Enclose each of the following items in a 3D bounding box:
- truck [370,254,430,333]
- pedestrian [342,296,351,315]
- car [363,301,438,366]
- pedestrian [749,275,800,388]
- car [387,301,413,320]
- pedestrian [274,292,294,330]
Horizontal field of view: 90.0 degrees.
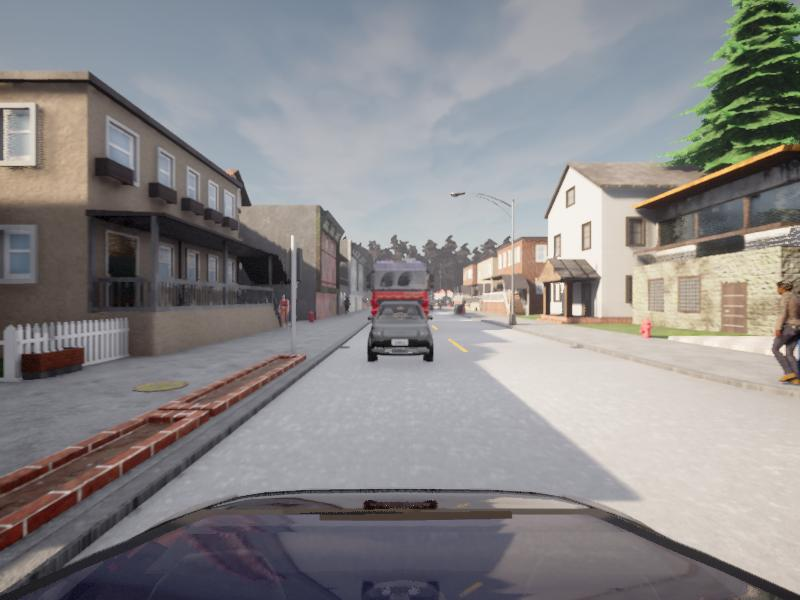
[{"bbox_3d":[-0.002,-0.321,23.503,2.891,3.827,8.468,0,0,0],"label":"truck"},{"bbox_3d":[-5.173,0.534,38.949,0.751,1.860,0.751,0,0,2],"label":"pedestrian"},{"bbox_3d":[0.007,0.812,11.480,1.789,1.549,3.705,0,0,0],"label":"car"},{"bbox_3d":[6.828,0.525,7.033,0.751,1.860,0.751,0,0,-12],"label":"pedestrian"},{"bbox_3d":[0.005,0.852,35.039,2.163,1.488,4.792,0,0,0],"label":"car"},{"bbox_3d":[-5.817,0.534,20.106,0.751,1.860,0.751,0,0,0],"label":"pedestrian"}]
